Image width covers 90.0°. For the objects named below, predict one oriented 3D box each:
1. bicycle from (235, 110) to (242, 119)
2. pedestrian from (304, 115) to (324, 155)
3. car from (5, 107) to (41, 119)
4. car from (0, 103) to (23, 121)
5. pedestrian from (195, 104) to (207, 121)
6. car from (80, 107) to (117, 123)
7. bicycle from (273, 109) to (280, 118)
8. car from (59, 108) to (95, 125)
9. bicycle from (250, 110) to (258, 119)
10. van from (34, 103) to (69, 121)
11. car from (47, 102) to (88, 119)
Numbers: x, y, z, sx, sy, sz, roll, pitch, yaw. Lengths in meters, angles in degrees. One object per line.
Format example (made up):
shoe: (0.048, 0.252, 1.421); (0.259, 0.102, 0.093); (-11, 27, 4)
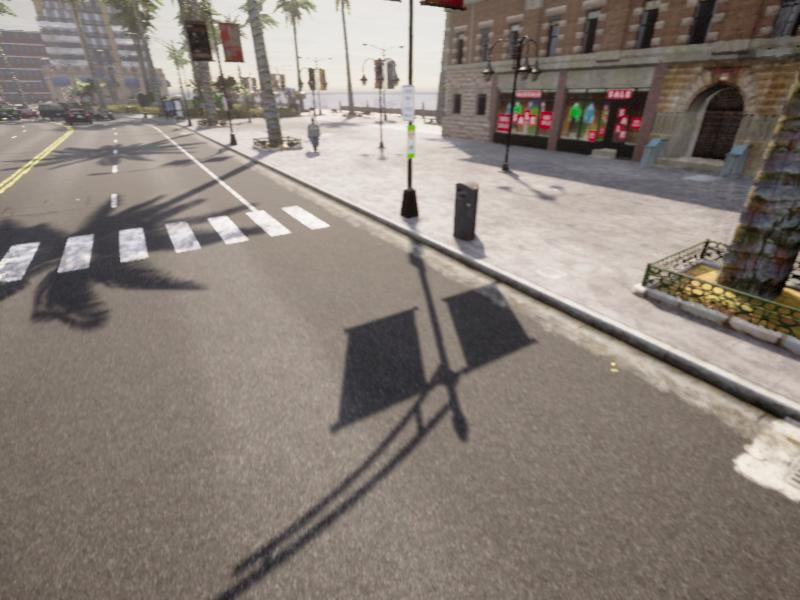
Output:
bicycle: (-21.347, -24.524, 52.902); (0.373, 1.024, 1.643); (-17, 31, -29)
pedestrian: (-4.566, -8.749, 21.197); (0.751, 1.860, 0.751); (-8, 28, -15)
car: (-54.827, -27.206, 58.215); (4.181, 1.385, 1.994); (12, 30, 23)
car: (-53.459, -25.299, 53.800); (5.566, 2.045, 2.150); (17, 32, 30)
pedestrian: (-24.019, -22.697, 48.384); (0.751, 1.860, 0.751); (-21, 34, -35)
car: (-39.984, -24.517, 52.966); (5.027, 1.651, 2.152); (20, 33, 33)
bicycle: (-17.121, -25.783, 55.321); (0.373, 1.024, 1.643); (-17, 31, -29)
car: (-37.522, -21.331, 46.407); (2.242, 1.667, 4.611); (-24, 36, -38)
bicycle: (-19.656, -25.027, 53.870); (0.373, 1.024, 1.643); (-17, 31, -29)
van: (-46.642, -25.139, 53.503); (4.442, 1.987, 1.775); (17, 32, 30)
car: (-48.496, -27.667, 58.365); (5.566, 2.045, 2.150); (15, 31, 26)
